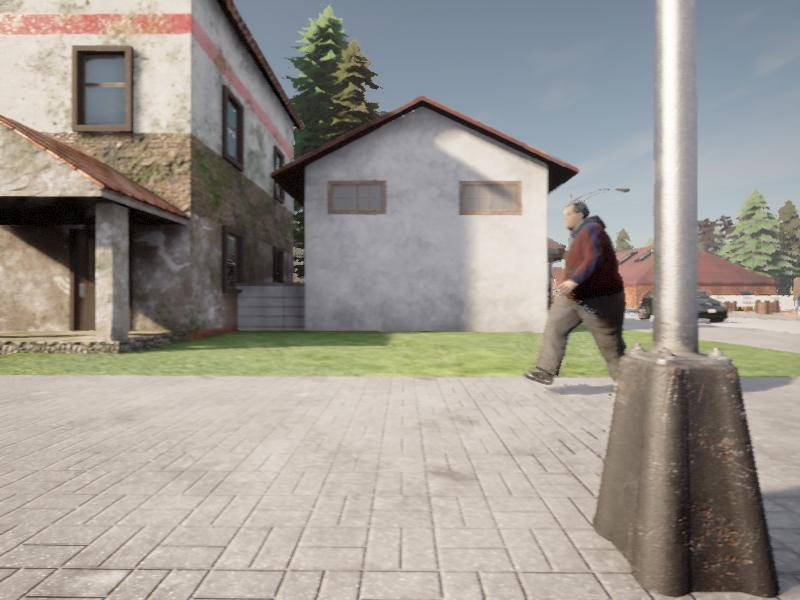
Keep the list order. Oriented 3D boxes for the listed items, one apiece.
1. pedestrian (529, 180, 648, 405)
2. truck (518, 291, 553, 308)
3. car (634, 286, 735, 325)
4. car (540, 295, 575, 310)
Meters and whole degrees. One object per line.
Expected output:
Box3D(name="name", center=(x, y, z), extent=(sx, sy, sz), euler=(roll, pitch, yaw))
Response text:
Box3D(name="pedestrian", center=(1.680, -0.063, 3.689), extent=(0.751, 1.860, 0.751), euler=(0, 0, 1))
Box3D(name="truck", center=(17.252, -0.026, 51.393), extent=(2.390, 2.098, 6.274), euler=(0, 0, 1))
Box3D(name="car", center=(12.935, 0.211, 18.540), extent=(1.851, 1.617, 3.988), euler=(0, 0, 1))
Box3D(name="car", center=(17.182, 0.254, 43.927), extent=(1.882, 1.535, 5.008), euler=(0, 0, 1))
